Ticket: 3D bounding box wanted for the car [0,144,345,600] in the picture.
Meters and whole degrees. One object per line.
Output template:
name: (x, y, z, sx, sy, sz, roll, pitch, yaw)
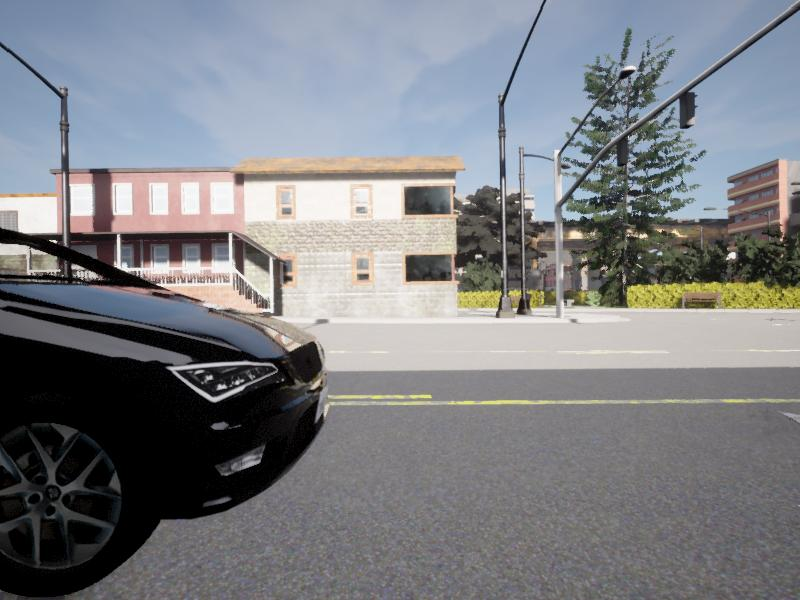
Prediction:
car: (-2.502, 0.246, 2.121, 4.193, 1.474, 1.816, 0, 0, -1)
